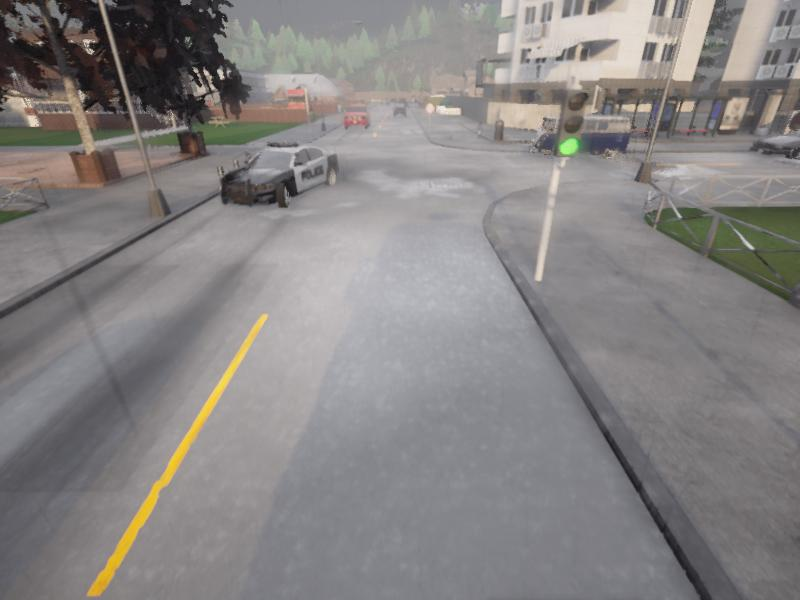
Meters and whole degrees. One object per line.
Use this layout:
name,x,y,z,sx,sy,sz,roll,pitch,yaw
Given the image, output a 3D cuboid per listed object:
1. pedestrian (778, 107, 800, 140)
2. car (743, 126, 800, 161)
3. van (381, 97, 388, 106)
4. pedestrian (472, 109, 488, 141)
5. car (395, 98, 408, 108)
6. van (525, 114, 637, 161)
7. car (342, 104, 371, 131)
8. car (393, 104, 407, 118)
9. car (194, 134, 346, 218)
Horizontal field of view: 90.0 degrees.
pedestrian,24.787,-11.046,25.051,0.751,1.860,0.751,0,27,0
car,20.818,-7.844,19.952,5.357,1.411,2.033,0,27,0
van,-3.989,-51.143,103.039,1.775,1.987,4.442,0,27,0
pedestrian,5.305,-11.558,26.460,0.751,1.860,0.751,9,29,17
car,0.306,-44.035,89.429,1.905,1.878,3.866,-9,29,-16
van,8.829,-8.076,19.871,4.442,1.987,1.775,0,27,0
car,-3.999,-17.400,37.911,2.150,2.045,5.566,0,27,0
car,0.002,-26.598,56.213,1.837,1.490,4.892,0,27,0
car,-3.782,-4.247,12.985,1.930,1.638,5.238,7,29,16
